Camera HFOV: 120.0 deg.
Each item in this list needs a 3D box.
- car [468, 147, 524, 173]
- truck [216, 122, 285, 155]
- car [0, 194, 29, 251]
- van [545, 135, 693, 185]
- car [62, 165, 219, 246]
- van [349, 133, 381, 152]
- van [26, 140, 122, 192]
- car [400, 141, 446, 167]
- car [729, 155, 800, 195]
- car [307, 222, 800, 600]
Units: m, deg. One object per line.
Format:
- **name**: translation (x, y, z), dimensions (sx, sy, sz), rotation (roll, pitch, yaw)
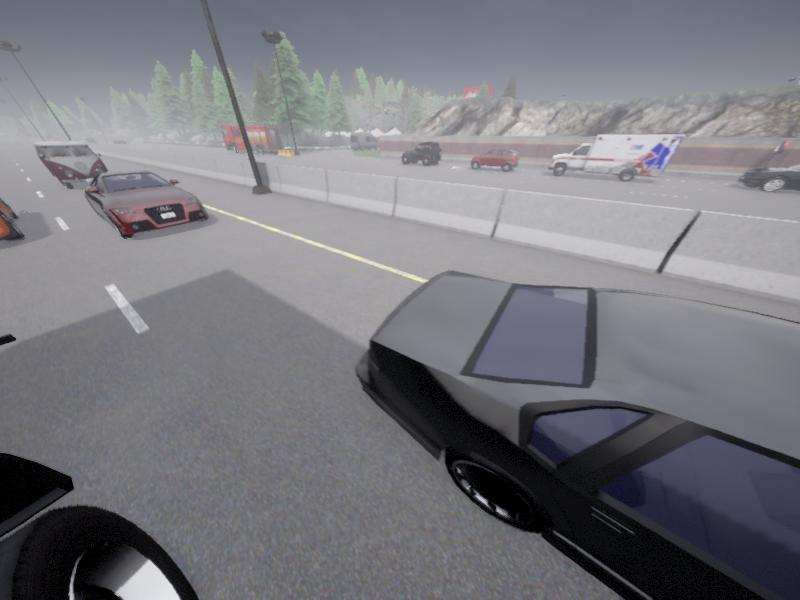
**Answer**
- **car**: translation (7.816, -11.554, 18.996), dimensions (3.705, 1.549, 1.789), rotation (22, 41, 28)
- **truck**: translation (-22.508, -24.563, 35.116), dimensions (8.468, 3.827, 2.891), rotation (11, 37, 14)
- **car**: translation (-11.585, -2.334, 5.527), dimensions (4.553, 1.767, 2.097), rotation (22, 41, 28)
- **van**: translation (13.788, -9.466, 15.348), dimensions (6.366, 2.431, 2.351), rotation (22, 41, 28)
- **car**: translation (-7.835, -3.092, 7.006), dimensions (4.181, 1.385, 1.994), rotation (22, 41, 28)
- **van**: translation (-5.954, -27.500, 40.225), dimensions (1.988, 2.561, 5.915), rotation (22, 41, 28)
- **van**: translation (-16.960, -7.082, 12.023), dimensions (4.442, 1.987, 1.775), rotation (22, 41, 28)
- **car**: translation (2.139, -14.019, 22.130), dimensions (3.866, 1.878, 1.905), rotation (22, 41, 28)
- **car**: translation (21.042, -6.131, 11.477), dimensions (5.008, 1.535, 1.882), rotation (22, 41, 28)
- **car**: translation (2.187, 1.004, 1.296), dimensions (5.357, 1.411, 2.033), rotation (22, 41, 28)
